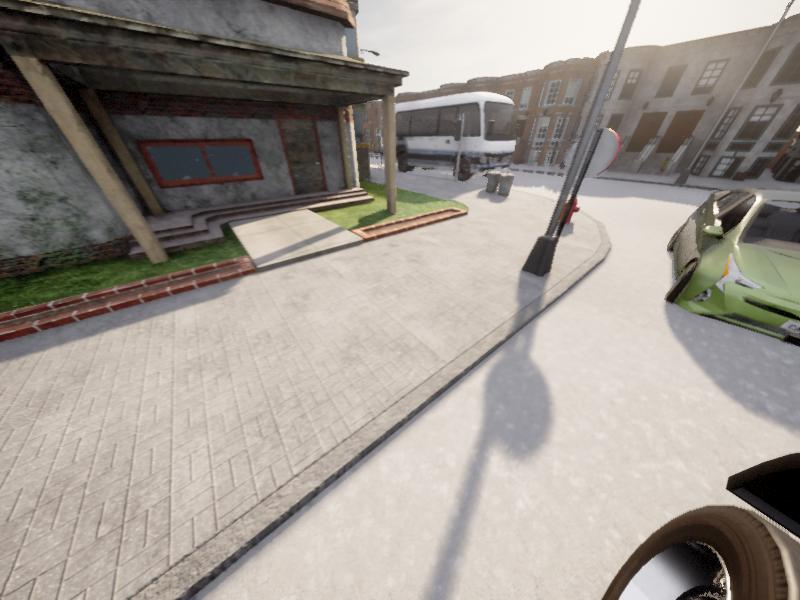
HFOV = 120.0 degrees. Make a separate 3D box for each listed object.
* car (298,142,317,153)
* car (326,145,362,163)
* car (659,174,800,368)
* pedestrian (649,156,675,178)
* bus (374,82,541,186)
[{"bbox_3d":[-16.936,-27.980,42.336,1.845,1.501,3.633,-25,42,-30],"label":"car"},{"bbox_3d":[-6.401,-16.546,26.094,1.837,1.490,4.892,-25,41,-30],"label":"car"},{"bbox_3d":[6.086,-0.869,3.762,2.007,1.525,4.514,28,44,34],"label":"car"},{"bbox_3d":[16.016,-8.136,14.121,0.500,1.100,0.500,-17,39,-22],"label":"pedestrian"},{"bbox_3d":[2.811,-11.062,15.860,3.944,4.253,10.273,-25,42,-30],"label":"bus"}]
